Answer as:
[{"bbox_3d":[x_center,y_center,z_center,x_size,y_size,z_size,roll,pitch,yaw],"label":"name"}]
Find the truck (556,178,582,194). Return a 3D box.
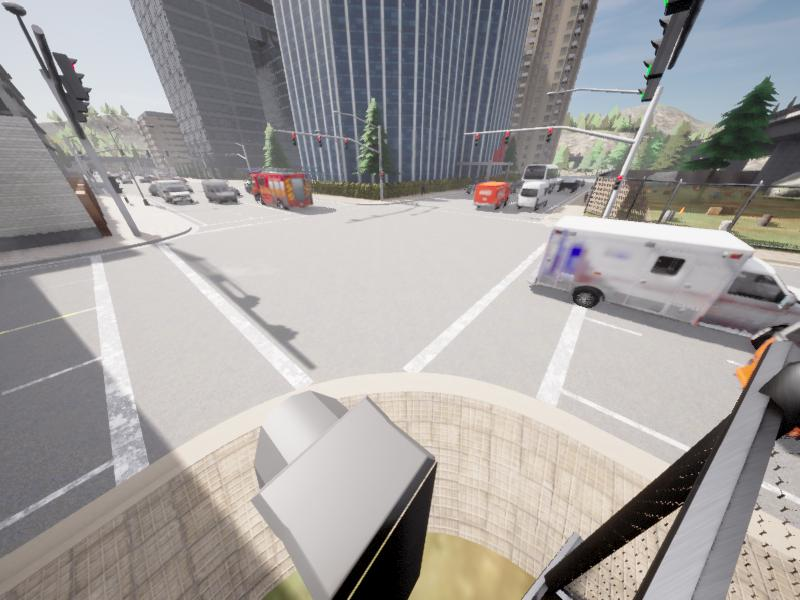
[{"bbox_3d":[30.236,-20.440,41.199,2.390,2.098,6.274,23,37,34],"label":"truck"}]

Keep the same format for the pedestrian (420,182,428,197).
[{"bbox_3d":[3.333,-15.550,32.615,0.751,1.860,0.751,21,36,32],"label":"pedestrian"}]

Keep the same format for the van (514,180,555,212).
[{"bbox_3d":[14.634,-11.325,24.970,1.988,2.561,5.915,23,37,34],"label":"van"}]

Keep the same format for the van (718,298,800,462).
[{"bbox_3d":[8.149,1.880,2.766,4.442,1.987,1.775,23,37,34],"label":"van"}]

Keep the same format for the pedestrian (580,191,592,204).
[{"bbox_3d":[21.742,-11.986,27.001,0.751,1.300,0.751,20,35,30],"label":"pedestrian"}]

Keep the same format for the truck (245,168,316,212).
[{"bbox_3d":[-13.426,-12.487,25.808,8.468,3.827,2.891,23,37,34],"label":"truck"}]

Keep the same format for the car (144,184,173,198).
[{"bbox_3d":[-37.676,-17.095,35.992,4.856,1.649,2.033,22,37,34],"label":"car"}]

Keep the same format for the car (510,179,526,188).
[{"bbox_3d":[26.339,-26.010,51.486,1.812,1.442,4.674,23,37,34],"label":"car"}]

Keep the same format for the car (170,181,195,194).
[{"bbox_3d":[-37.348,-19.346,39.641,4.605,1.855,1.932,22,37,34],"label":"car"}]

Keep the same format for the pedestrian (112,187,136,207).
[{"bbox_3d":[-30.227,-11.290,25.347,0.751,1.860,0.751,-7,31,-12],"label":"pedestrian"}]

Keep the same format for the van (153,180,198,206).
[{"bbox_3d":[-28.151,-13.465,28.901,6.366,2.431,2.351,23,37,34],"label":"van"}]

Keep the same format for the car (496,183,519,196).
[{"bbox_3d":[17.576,-18.066,37.711,1.816,1.474,4.193,23,37,34],"label":"car"}]

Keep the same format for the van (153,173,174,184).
[{"bbox_3d":[-64.942,-33.392,63.403,6.366,2.431,2.351,23,37,34],"label":"van"}]

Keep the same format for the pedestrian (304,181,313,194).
[{"bbox_3d":[-14.666,-18.121,37.178,0.751,1.860,0.751,26,39,38],"label":"pedestrian"}]

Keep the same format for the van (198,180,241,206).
[{"bbox_3d":[-22.507,-13.436,28.738,5.915,2.561,1.988,22,37,34],"label":"van"}]

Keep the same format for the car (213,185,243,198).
[{"bbox_3d":[-26.914,-17.063,36.166,5.357,1.411,2.033,23,37,34],"label":"car"}]

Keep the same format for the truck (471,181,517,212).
[{"bbox_3d":[10.282,-11.419,25.221,2.627,2.467,5.204,23,38,34],"label":"truck"}]

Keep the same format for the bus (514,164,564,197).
[{"bbox_3d":[23.131,-19.955,38.203,3.944,4.253,10.273,23,37,34],"label":"bus"}]

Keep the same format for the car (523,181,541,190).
[{"bbox_3d":[27.251,-23.792,47.732,1.994,1.385,4.181,23,37,34],"label":"car"}]

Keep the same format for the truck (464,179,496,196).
[{"bbox_3d":[13.182,-18.442,37.738,2.390,2.098,6.274,23,37,34],"label":"truck"}]

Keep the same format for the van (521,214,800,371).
[{"bbox_3d":[7.681,-0.785,6.937,6.366,2.431,2.351,23,37,34],"label":"van"}]

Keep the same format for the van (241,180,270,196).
[{"bbox_3d":[-23.449,-18.172,37.447,4.480,2.038,2.069,23,37,33],"label":"van"}]

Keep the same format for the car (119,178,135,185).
[{"bbox_3d":[-71.391,-31.079,60.421,5.357,1.411,2.033,23,37,34],"label":"car"}]
